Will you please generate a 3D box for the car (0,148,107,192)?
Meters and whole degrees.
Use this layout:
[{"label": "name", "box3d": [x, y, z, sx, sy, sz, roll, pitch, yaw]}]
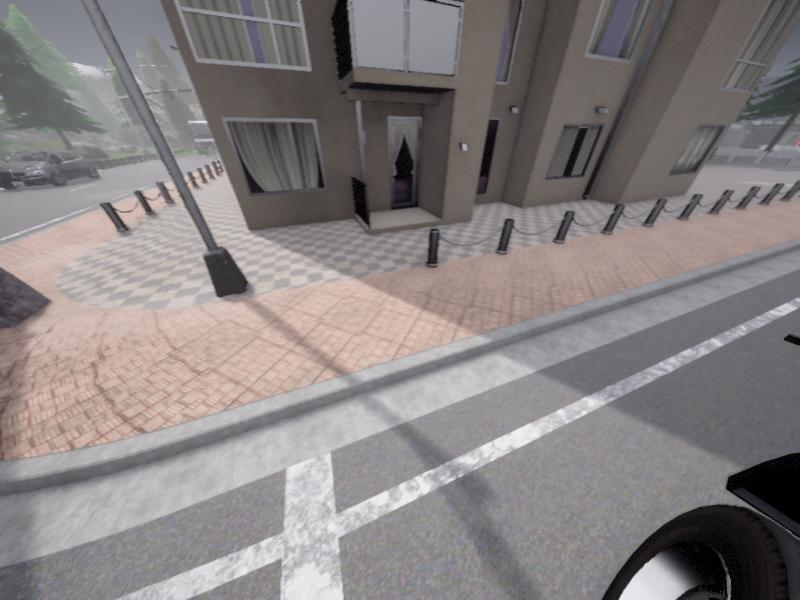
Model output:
[{"label": "car", "box3d": [-20.041, -7.495, 13.080, 2.242, 1.667, 4.611, -13, 37, -17]}]
